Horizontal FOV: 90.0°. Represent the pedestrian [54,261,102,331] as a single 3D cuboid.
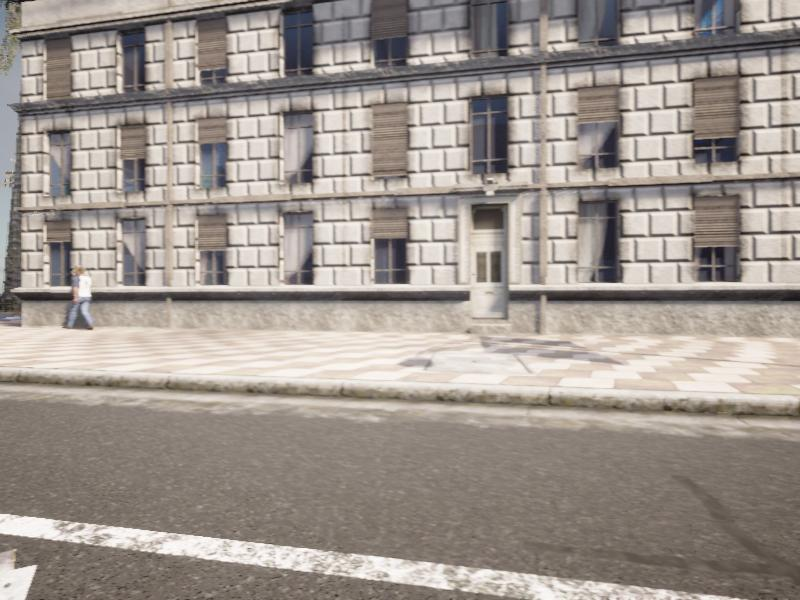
[{"bbox_3d":[-8.898,-0.115,11.075,0.751,1.860,0.751,0,0,14],"label":"pedestrian"}]
